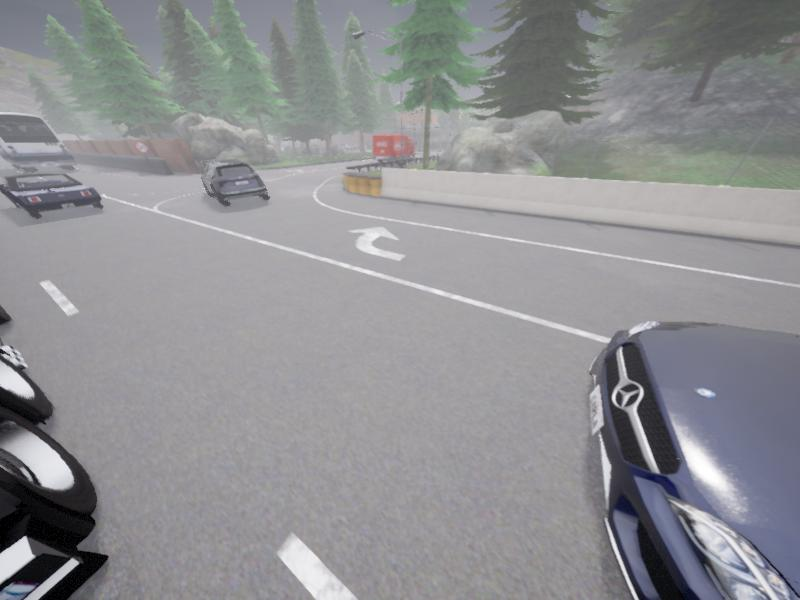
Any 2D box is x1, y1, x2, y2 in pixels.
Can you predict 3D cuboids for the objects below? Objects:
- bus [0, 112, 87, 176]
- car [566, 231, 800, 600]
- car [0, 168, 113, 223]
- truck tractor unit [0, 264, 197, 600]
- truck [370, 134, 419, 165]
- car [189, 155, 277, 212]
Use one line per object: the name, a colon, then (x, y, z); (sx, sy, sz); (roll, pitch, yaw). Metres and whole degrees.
bus: (-35.297, -14.632, 21.682); (10.273, 4.253, 3.944); (19, 39, 25)
car: (3.723, 1.335, 0.634); (5.027, 1.651, 2.152); (18, 39, 24)
car: (-14.115, -4.332, 9.246); (4.718, 1.301, 1.895); (18, 39, 24)
truck tractor unit: (-5.118, -0.293, 0.782); (6.516, 4.208, 3.053); (18, 39, 24)
truck: (-0.447, -15.803, 24.220); (2.627, 2.467, 5.204); (19, 39, 25)
car: (-7.825, -5.592, 10.701); (2.033, 1.649, 4.856); (-29, 43, -32)
